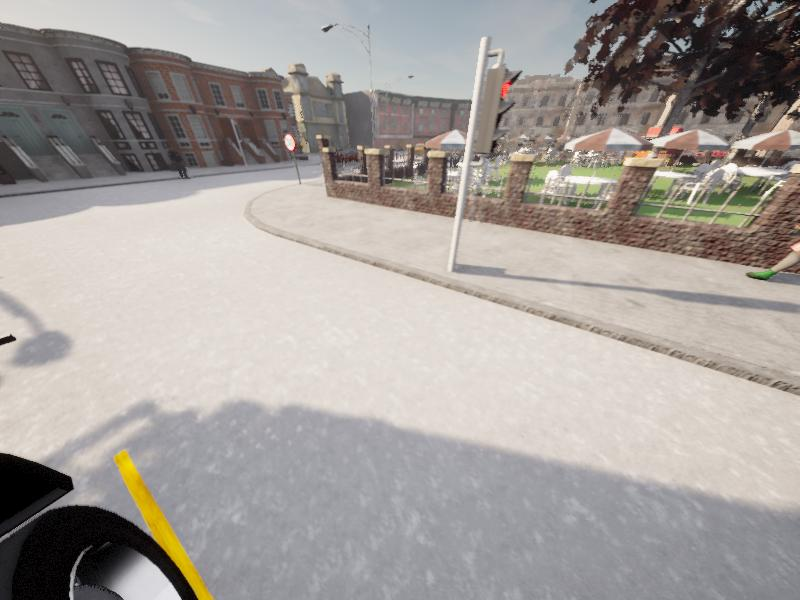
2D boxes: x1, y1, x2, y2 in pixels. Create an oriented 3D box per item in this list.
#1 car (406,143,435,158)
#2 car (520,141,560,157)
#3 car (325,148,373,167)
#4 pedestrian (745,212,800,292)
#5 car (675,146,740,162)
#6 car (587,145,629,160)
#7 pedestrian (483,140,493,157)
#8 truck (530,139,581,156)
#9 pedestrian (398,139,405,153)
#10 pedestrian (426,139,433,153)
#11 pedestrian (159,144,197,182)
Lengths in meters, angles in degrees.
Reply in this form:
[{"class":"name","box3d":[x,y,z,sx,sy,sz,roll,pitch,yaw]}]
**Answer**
[{"class":"car","box3d":[3.053,-21.509,33.132,1.882,1.535,5.008,21,40,27]},{"class":"car","box3d":[21.204,-22.998,35.116,4.605,1.855,1.932,20,40,26]},{"class":"car","box3d":[-4.860,-14.135,22.804,1.895,1.301,4.718,20,40,25]},{"class":"pedestrian","box3d":[6.996,-1.079,3.655,0.751,1.860,0.751,23,41,28]},{"class":"car","box3d":[39.396,-18.914,29.792,4.514,1.525,2.007,20,40,25]},{"class":"car","box3d":[28.189,-20.184,31.534,3.806,1.475,1.970,19,39,25]},{"class":"pedestrian","box3d":[12.174,-20.997,31.988,0.751,1.860,0.751,-27,44,-33]},{"class":"truck","box3d":[24.721,-24.429,36.987,6.274,2.098,2.390,20,39,25]},{"class":"pedestrian","box3d":[0.255,-25.000,37.559,0.751,1.860,0.751,29,44,35]},{"class":"pedestrian","box3d":[5.115,-26.453,39.665,0.751,1.860,0.751,-21,40,-27]},{"class":"pedestrian","box3d":[-13.078,-8.116,13.654,0.751,1.860,0.751,20,40,25]}]
